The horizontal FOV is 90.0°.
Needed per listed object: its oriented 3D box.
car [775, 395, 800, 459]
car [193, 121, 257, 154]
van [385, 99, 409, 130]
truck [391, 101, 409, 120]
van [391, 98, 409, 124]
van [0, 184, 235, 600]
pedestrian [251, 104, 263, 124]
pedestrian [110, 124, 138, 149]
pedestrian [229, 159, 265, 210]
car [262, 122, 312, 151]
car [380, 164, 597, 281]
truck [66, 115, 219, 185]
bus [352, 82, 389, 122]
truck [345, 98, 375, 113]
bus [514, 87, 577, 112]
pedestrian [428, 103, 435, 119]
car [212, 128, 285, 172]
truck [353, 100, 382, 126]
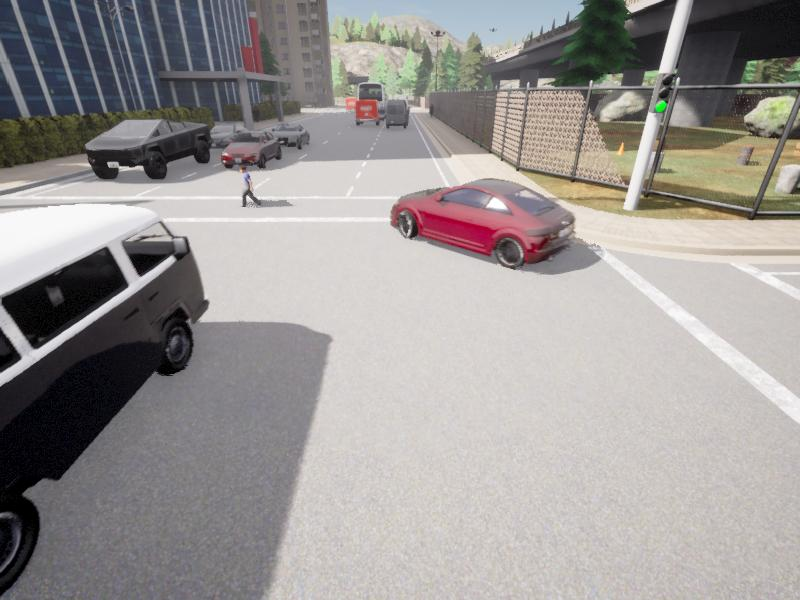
[{"bbox_3d":[6.054,1.140,2.625,4.611,1.667,2.242,0,27,-1],"label":"car"},{"bbox_3d":[-10.477,-9.978,24.382,1.812,1.442,4.674,0,27,0],"label":"car"},{"bbox_3d":[-0.236,-18.796,40.353,1.988,2.561,5.915,2,27,3],"label":"van"},{"bbox_3d":[0.038,-26.277,55.387,2.390,2.098,6.274,0,27,0],"label":"truck"},{"bbox_3d":[0.038,-22.623,47.800,1.988,2.561,5.915,0,27,0],"label":"van"},{"bbox_3d":[-3.477,0.478,3.456,2.069,2.038,4.480,0,27,0],"label":"van"},{"bbox_3d":[-15.268,-19.843,42.726,0.751,1.860,0.751,0,27,-1],"label":"pedestrian"},{"bbox_3d":[-16.081,-9.556,23.324,0.751,1.300,0.751,0,27,-1],"label":"pedestrian"},{"bbox_3d":[-4.421,-3.377,11.666,0.751,1.300,0.751,-8,28,-14],"label":"pedestrian"},{"bbox_3d":[-6.986,-10.370,25.231,1.994,1.385,4.181,0,27,-1],"label":"car"},{"bbox_3d":[1.738,-1.979,8.972,4.181,1.385,1.994,24,36,38],"label":"car"},{"bbox_3d":[-10.482,-6.676,17.241,2.390,2.098,6.274,0,27,0],"label":"truck"},{"bbox_3d":[-3.585,-25.695,51.895,3.944,4.253,10.273,0,27,0],"label":"bus"},{"bbox_3d":[-7.439,-36.391,74.766,5.204,2.467,2.627,0,27,0],"label":"truck"},{"bbox_3d":[27.952,-38.791,77.527,10.273,4.253,3.944,0,27,0],"label":"bus"},{"bbox_3d":[4.095,-24.583,51.972,0.751,1.860,0.751,-1,27,-2],"label":"pedestrian"},{"bbox_3d":[-6.980,-7.217,18.981,1.816,1.474,4.193,0,27,0],"label":"car"},{"bbox_3d":[-3.468,-20.520,43.771,2.627,2.467,5.204,0,27,0],"label":"truck"}]
